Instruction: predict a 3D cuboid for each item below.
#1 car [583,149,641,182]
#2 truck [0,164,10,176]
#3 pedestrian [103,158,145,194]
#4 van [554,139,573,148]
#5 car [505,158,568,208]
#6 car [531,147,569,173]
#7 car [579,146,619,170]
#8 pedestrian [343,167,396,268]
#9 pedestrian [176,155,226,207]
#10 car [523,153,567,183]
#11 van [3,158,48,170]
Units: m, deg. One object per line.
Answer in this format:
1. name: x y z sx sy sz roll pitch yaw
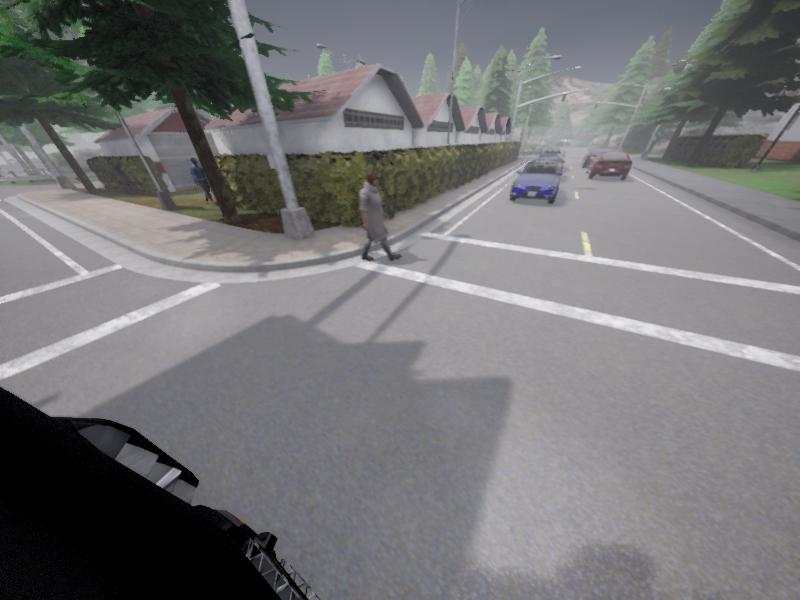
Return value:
1. car: 13.869 -9.088 15.441 1.882 1.535 5.008 17 38 26
2. truck: -60.906 -18.745 32.605 2.627 2.467 5.204 17 38 26
3. pedestrian: -16.590 -7.472 13.935 0.751 1.860 0.751 17 39 26
4. van: 47.131 -45.243 66.880 2.069 2.038 4.480 -2 34 0
5. car: 6.315 -5.524 10.593 1.816 1.474 4.193 17 38 25
6. car: 13.133 -12.323 20.191 2.152 1.651 5.027 17 38 25
7. car: 17.587 -12.743 20.668 1.882 1.535 5.008 17 38 26
8. pedestrian: -0.558 -1.696 4.876 0.751 1.860 0.751 4 35 9
9. pedestrian: -8.406 -5.036 9.831 0.751 1.860 0.751 17 38 26
10. car: 9.981 -9.078 15.768 1.994 1.385 4.181 17 39 26
11. van: -78.377 -28.569 48.447 1.775 1.987 4.442 17 38 26
